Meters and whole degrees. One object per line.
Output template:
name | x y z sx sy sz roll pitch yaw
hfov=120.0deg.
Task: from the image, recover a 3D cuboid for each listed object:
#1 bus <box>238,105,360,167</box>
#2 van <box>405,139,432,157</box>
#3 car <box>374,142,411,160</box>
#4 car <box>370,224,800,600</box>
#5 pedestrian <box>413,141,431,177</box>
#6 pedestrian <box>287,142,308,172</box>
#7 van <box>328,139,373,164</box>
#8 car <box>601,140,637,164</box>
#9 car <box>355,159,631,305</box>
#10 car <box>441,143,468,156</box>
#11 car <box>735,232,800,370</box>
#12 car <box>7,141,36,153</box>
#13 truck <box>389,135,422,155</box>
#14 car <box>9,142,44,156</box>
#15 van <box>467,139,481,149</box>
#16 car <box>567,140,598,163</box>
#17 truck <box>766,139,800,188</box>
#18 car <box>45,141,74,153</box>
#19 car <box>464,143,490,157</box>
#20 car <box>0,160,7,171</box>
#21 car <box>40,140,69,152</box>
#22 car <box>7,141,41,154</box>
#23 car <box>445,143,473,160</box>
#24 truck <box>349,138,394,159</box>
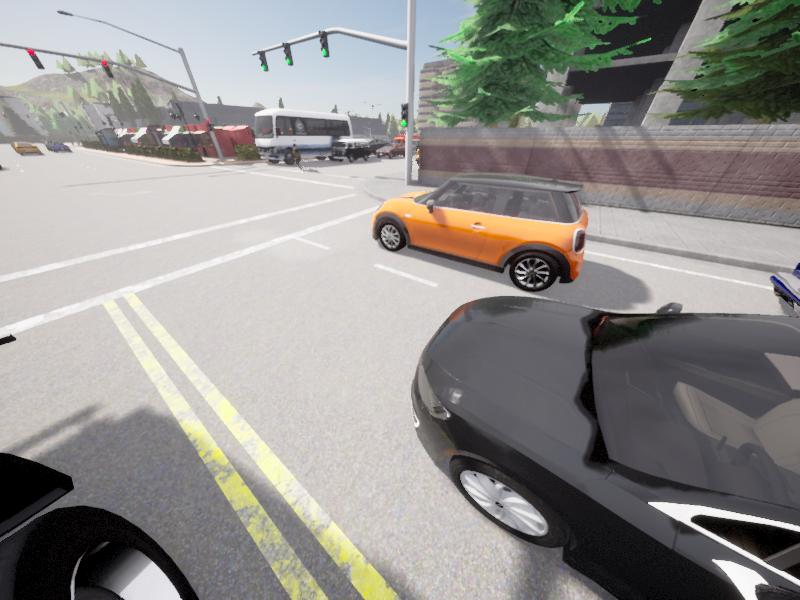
bus | -9.332 -16.571 23.597 3.944 4.253 10.273 22 41 28
van | 2.685 -22.214 33.659 1.775 1.987 4.442 22 41 28
car | -0.865 -19.113 29.548 2.152 1.651 5.027 22 40 28
car | 2.365 1.036 1.164 4.892 1.490 1.837 22 41 28
pedestrian | 1.388 -8.893 14.536 0.751 1.860 0.751 22 41 28
pedestrian | -7.674 -10.742 17.373 0.751 1.860 0.751 21 40 27
van | -5.048 -15.853 24.526 2.069 2.038 4.480 19 39 24
car | 22.120 -15.100 23.539 1.905 1.878 3.866 22 41 28
car | 1.515 -1.895 5.059 4.553 1.767 2.097 22 41 28
car | 8.477 -23.292 35.641 2.128 1.511 4.902 22 40 27
car | 7.249 0.641 1.931 4.718 1.301 1.895 22 41 28
car | -63.713 -25.840 38.847 5.008 1.535 1.882 22 41 28
truck | 0.920 -24.488 36.469 2.627 2.467 5.204 22 40 28
car | -52.586 -21.346 32.540 5.008 1.535 1.882 22 40 27
van | 18.429 -38.864 57.407 1.775 1.987 4.442 22 40 28
car | 19.708 -16.077 24.910 1.905 1.878 3.866 22 41 28
truck | 22.655 -6.918 11.472 2.615 2.467 5.204 22 41 28
car | -55.704 -25.020 37.790 4.193 1.474 1.816 22 41 28
car | 11.349 -22.144 34.008 1.882 1.535 5.008 22 41 28
car | -33.606 -11.120 18.195 4.792 1.488 2.163 22 41 28
car | -61.056 -27.257 40.799 4.856 1.649 2.033 22 41 28
car | -58.107 -23.546 35.676 4.792 1.488 2.163 22 41 28
car | 7.586 -19.036 29.509 1.851 1.617 3.988 22 40 28
truck | -3.667 -20.526 31.122 2.390 2.098 6.274 22 40 28
